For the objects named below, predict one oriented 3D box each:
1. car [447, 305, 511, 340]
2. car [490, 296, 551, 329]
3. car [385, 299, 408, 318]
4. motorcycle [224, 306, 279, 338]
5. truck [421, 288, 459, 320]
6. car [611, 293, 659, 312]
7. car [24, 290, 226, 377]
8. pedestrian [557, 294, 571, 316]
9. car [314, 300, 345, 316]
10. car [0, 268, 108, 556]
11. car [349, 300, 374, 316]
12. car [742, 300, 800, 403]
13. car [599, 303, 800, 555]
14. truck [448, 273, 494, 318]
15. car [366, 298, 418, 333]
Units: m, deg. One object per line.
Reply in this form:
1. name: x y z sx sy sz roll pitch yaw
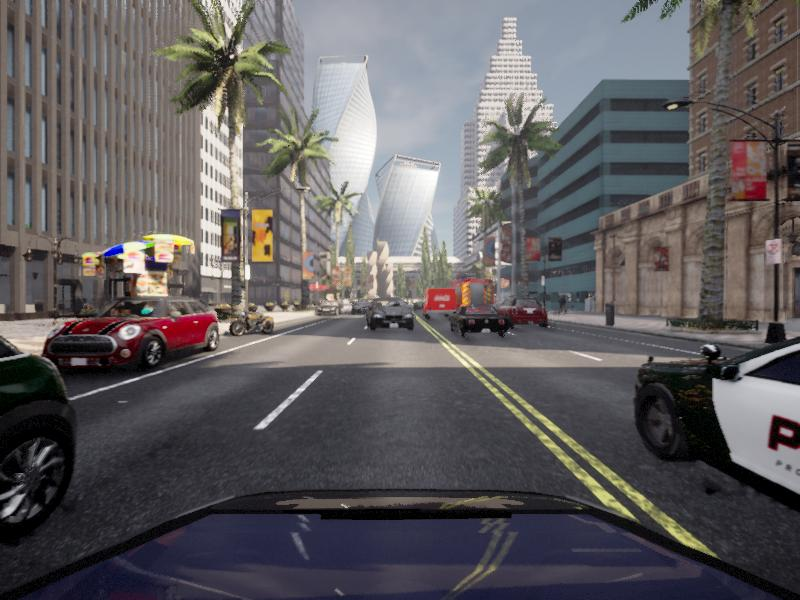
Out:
1. car: 3.388 0.909 18.070 1.895 1.301 4.718 0 0 -1
2. car: 6.830 0.650 23.230 2.097 1.767 4.553 0 0 -1
3. car: -0.315 0.709 36.590 2.033 1.649 4.856 0 0 -1
4. motorcycle: -6.557 0.948 17.825 0.764 1.277 2.356 0 0 29
5. truck: 3.219 0.301 33.373 2.627 2.467 5.204 0 1 -1
6. car: 27.876 0.284 47.736 2.435 2.045 5.566 0 0 -1
7. car: -6.626 0.677 10.467 2.185 1.767 4.553 0 0 -1
8. pedestrian: 14.218 0.420 34.698 0.751 1.860 0.751 0 0 -19
9. car: -6.941 0.750 39.841 2.231 1.521 4.892 0 0 -1
10. car: -3.500 0.691 1.076 2.097 1.767 4.553 0 0 0
11. car: -3.863 0.752 40.939 2.038 1.542 4.974 0 0 -1
12. car: 7.008 0.792 4.439 1.801 1.575 5.366 0 0 0
13. car: 3.520 0.822 2.532 2.038 1.542 4.974 0 0 0
14. truck: 6.663 -0.393 38.825 2.891 3.827 8.468 0 0 -1
15. car: -0.583 0.715 21.396 2.242 1.667 4.611 0 0 -8
